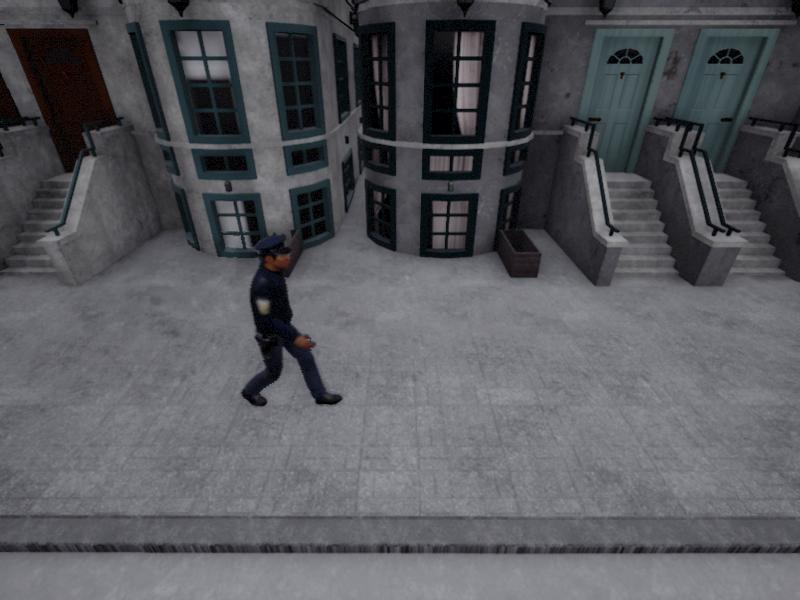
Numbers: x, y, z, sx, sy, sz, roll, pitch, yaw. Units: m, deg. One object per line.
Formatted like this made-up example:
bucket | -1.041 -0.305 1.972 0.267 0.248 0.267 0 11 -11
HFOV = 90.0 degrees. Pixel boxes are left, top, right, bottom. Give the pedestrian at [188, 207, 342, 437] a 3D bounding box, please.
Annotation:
pedestrian | -1.048 0.223 3.520 0.751 1.860 0.751 4 31 7
